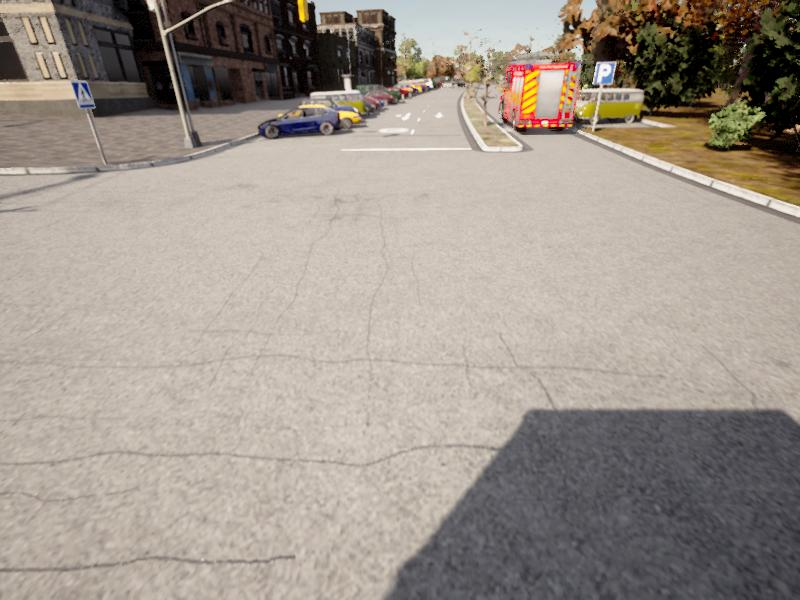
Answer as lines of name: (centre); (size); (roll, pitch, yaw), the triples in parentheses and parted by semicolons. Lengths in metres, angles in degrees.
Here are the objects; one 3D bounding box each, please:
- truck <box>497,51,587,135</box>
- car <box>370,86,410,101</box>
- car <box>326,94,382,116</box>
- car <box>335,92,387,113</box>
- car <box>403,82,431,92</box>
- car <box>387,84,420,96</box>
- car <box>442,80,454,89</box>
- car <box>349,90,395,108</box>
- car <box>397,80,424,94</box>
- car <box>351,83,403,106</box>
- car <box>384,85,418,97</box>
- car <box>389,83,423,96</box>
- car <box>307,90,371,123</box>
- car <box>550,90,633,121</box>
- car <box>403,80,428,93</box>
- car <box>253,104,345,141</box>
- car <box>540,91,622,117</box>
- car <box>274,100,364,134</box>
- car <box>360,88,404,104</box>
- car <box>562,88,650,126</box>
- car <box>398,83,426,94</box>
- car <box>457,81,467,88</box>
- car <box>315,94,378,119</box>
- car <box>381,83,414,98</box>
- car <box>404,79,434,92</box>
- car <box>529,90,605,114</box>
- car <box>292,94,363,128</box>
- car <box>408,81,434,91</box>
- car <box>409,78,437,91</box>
truck: (8.122, -12.660, 24.348); (2.891, 3.827, 8.468); (1, 30, 5)
car: (-1.349, -28.049, 54.326); (5.008, 1.535, 2.097); (-7, 30, -9)
car: (-4.143, -17.665, 36.118); (4.674, 1.452, 2.002); (-9, 30, -11)
car: (-3.804, -19.147, 38.732); (4.674, 1.452, 2.002); (-8, 30, -11)
car: (3.325, -41.275, 77.564); (5.008, 1.535, 2.097); (-6, 29, -7)
car: (0.615, -33.944, 64.692); (5.008, 1.535, 2.097); (-7, 29, -8)
car: (10.885, -48.649, 90.235); (2.242, 1.667, 4.611); (4, 30, 10)
car: (-3.054, -22.105, 43.942); (4.674, 1.452, 2.002); (-8, 30, -10)
car: (1.796, -37.090, 69.753); (4.442, 1.987, 1.878); (-7, 29, -8)
car: (-2.642, -23.845, 46.417); (5.566, 2.045, 2.435); (-8, 30, -10)
car: (0.120, -32.471, 62.104); (4.892, 1.521, 2.231); (-7, 30, -8)
car: (0.970, -35.389, 67.238); (5.366, 1.575, 1.946); (-7, 30, -8)
car: (-4.683, -14.953, 30.790); (4.442, 1.987, 1.878); (-9, 30, -12)
car: (13.259, -13.585, 27.860); (4.553, 1.767, 2.185); (-7, 30, -12)
car: (2.886, -40.023, 74.902); (4.442, 1.987, 1.878); (-7, 29, -7)
car: (-5.784, -10.283, 23.095); (4.792, 1.488, 2.163); (-9, 30, -13)
car: (13.764, -14.960, 30.528); (5.366, 1.575, 1.946); (-7, 30, -12)
car: (-5.173, -11.804, 25.680); (5.366, 1.575, 1.946); (-9, 30, -12)
car: (-2.249, -25.099, 49.135); (5.008, 1.535, 2.097); (-8, 30, -10)
car: (12.906, -12.204, 25.225); (4.442, 1.987, 1.878); (-8, 31, -12)
car: (2.204, -38.314, 72.429); (4.792, 1.488, 2.163); (-7, 30, -7)
car: (13.829, -48.316, 89.747); (1.895, 1.301, 4.718); (4, 30, 10)
car: (-4.484, -16.218, 33.490); (4.892, 1.521, 2.231); (-9, 30, -11)
car: (-0.375, -31.108, 59.452); (4.553, 1.767, 2.185); (-7, 30, -9)
car: (3.842, -42.951, 80.001); (5.566, 2.045, 2.435); (-7, 30, -7)
car: (13.715, -16.366, 33.008); (5.366, 1.575, 1.946); (-7, 31, -12)
car: (-5.113, -13.360, 28.193); (4.553, 1.767, 2.185); (-9, 30, -12)
car: (4.423, -44.200, 82.699); (5.008, 1.535, 2.097); (-6, 29, -7)
car: (4.940, -45.876, 85.133); (5.566, 2.045, 2.435); (-6, 30, -7)
